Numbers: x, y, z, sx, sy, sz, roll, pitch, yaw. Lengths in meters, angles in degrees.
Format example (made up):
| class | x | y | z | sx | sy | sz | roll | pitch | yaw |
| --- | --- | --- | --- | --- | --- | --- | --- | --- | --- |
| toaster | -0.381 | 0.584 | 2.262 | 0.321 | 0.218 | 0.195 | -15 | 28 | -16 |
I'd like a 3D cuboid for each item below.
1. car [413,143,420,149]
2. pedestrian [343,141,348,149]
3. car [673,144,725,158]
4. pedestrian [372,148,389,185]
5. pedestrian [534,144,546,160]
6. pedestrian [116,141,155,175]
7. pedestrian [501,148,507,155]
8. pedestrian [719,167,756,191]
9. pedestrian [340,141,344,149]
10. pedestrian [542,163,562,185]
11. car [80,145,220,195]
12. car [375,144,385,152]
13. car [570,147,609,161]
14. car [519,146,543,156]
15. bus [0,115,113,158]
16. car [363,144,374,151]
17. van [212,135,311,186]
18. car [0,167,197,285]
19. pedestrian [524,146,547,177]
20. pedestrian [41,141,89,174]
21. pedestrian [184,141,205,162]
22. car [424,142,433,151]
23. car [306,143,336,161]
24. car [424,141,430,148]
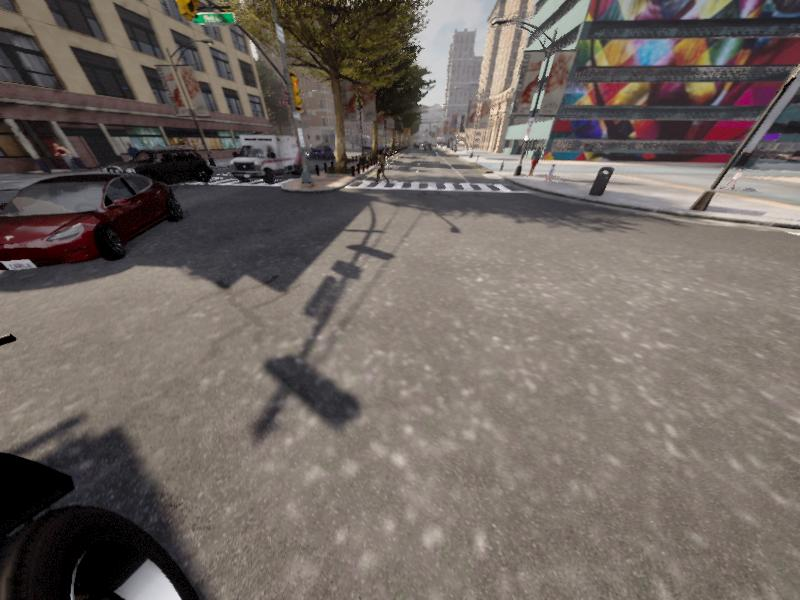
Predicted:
| class | x | y | z | sx | sy | sz | roll | pitch | yaw |
| --- | --- | --- | --- | --- | --- | --- | --- | --- | --- |
| car | 5.431 | -50.572 | 75.828 | 1.837 | 1.490 | 4.892 | 3 | 35 | 4 |
| pedestrian | -14.698 | -41.798 | 62.194 | 0.751 | 1.860 | 0.751 | 3 | 35 | 3 |
| car | 55.231 | -27.777 | 42.908 | 2.435 | 2.045 | 5.566 | 3 | 35 | 3 |
| pedestrian | -1.150 | -8.082 | 13.985 | 0.751 | 1.860 | 0.751 | 7 | 35 | 9 |
| pedestrian | 20.079 | -21.277 | 33.159 | 0.751 | 1.860 | 0.751 | -6 | 35 | -10 |
| pedestrian | -17.737 | -9.545 | 15.554 | 0.751 | 1.860 | 0.751 | -8 | 36 | -13 |
| pedestrian | 19.508 | -27.953 | 43.433 | 0.500 | 1.100 | 0.500 | -11 | 36 | -16 |
| pedestrian | 18.284 | -6.581 | 12.541 | 0.500 | 1.100 | 0.500 | 8 | 35 | 11 |
| pedestrian | -15.608 | -41.793 | 62.173 | 0.751 | 1.860 | 0.751 | -3 | 35 | -5 |
| pedestrian | 8.916 | -7.415 | 13.589 | 0.500 | 1.100 | 0.500 | -2 | 35 | -4 |
| car | -12.833 | -7.174 | 12.502 | 1.932 | 1.855 | 4.605 | 7 | 35 | 8 |
| car | -4.698 | -36.100 | 54.804 | 1.812 | 1.442 | 4.674 | 3 | 35 | 4 |
| car | 28.361 | -22.086 | 34.846 | 2.128 | 1.511 | 4.902 | 3 | 35 | 3 |
| car | 25.194 | -28.844 | 44.624 | 2.161 | 1.482 | 4.786 | 3 | 35 | 3 |
| bus | -48.593 | -22.497 | 31.959 | 3.944 | 4.253 | 10.273 | 3 | 35 | 3 |
| car | -7.903 | -38.194 | 57.898 | 1.895 | 1.301 | 4.718 | 3 | 35 | 4 |
| van | -8.575 | -9.523 | 15.486 | 2.351 | 2.431 | 6.366 | 3 | 35 | 3 |
| car | -7.717 | -2.283 | 5.875 | 2.163 | 1.488 | 4.792 | -10 | 36 | -15 |
| pedestrian | 9.717 | -9.978 | 16.637 | 0.751 | 1.860 | 0.751 | 10 | 36 | 13 |
| pedestrian | -22.153 | -9.428 | 15.312 | 0.751 | 1.860 | 0.751 | -2 | 35 | -4 |
| pedestrian | -21.255 | -15.380 | 23.925 | 0.751 | 1.860 | 0.751 | 5 | 35 | 7 |
| car | 7.345 | -39.655 | 59.763 | 1.932 | 1.855 | 4.605 | 3 | 35 | 4 |
| car | -10.557 | -20.110 | 31.303 | 2.097 | 1.767 | 4.553 | 3 | 35 | 3 |
| car | 9.841 | -56.951 | 84.646 | 2.150 | 2.045 | 5.566 | 3 | 35 | 4 |
